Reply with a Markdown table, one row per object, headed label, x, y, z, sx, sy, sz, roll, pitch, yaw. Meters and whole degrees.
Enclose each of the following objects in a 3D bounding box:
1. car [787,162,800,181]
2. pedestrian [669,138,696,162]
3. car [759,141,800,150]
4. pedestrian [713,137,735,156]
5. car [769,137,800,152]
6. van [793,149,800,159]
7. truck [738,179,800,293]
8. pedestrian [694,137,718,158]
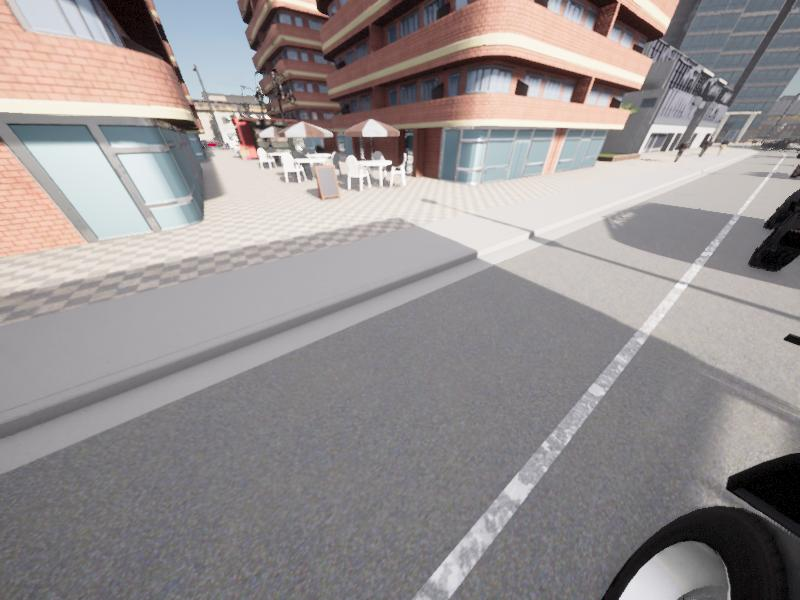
| label | x | y | z | sx | sy | sz | roll | pitch | yaw |
| --- | --- | --- | --- | --- | --- | --- | --- | --- | --- |
| car | 25.493 | -7.964 | 13.753 | 4.181 | 1.385 | 1.994 | -22 | 41 | -28 |
| pedestrian | 25.799 | -13.700 | 21.113 | 0.751 | 1.860 | 0.751 | -25 | 42 | -31 |
| car | 69.407 | -28.268 | 42.150 | 1.895 | 1.301 | 4.718 | 10 | 37 | 15 |
| pedestrian | 39.144 | -18.597 | 27.937 | 0.751 | 1.860 | 0.751 | -29 | 44 | -34 |
| car | 62.647 | -24.967 | 37.036 | 1.932 | 1.855 | 4.605 | 23 | 41 | 28 |
| van | 45.731 | -16.633 | 25.260 | 4.480 | 2.038 | 2.069 | -23 | 41 | -29 |
| truck | 9.800 | -1.804 | 4.541 | 6.274 | 2.098 | 2.390 | -23 | 41 | -28 |
| pedestrian | 32.996 | -16.442 | 24.937 | 0.751 | 1.860 | 0.751 | -27 | 43 | -32 |
